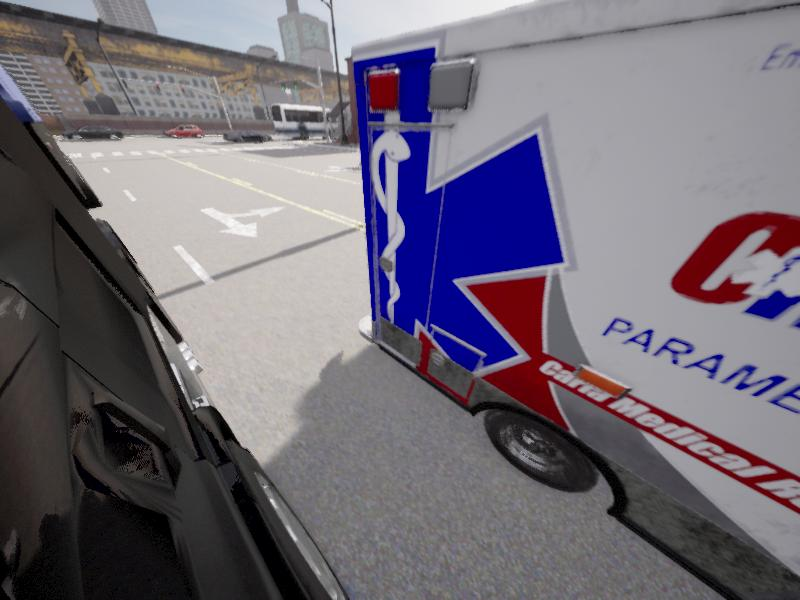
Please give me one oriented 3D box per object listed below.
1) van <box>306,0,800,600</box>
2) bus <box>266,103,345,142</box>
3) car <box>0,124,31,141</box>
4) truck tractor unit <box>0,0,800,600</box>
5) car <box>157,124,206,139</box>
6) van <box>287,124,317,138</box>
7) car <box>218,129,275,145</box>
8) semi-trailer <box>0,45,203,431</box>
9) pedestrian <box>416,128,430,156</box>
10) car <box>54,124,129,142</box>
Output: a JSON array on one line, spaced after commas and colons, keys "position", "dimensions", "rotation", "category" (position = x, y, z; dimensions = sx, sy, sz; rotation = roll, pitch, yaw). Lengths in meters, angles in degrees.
[{"position": [2.660, 0.441, 1.036], "dimensions": [6.366, 2.431, 2.351], "rotation": [28, 44, 31], "category": "van"}, {"position": [-14.304, -27.700, 36.289], "dimensions": [3.944, 4.253, 10.273], "rotation": [28, 44, 31], "category": "bus"}, {"position": [-42.076, -17.202, 23.764], "dimensions": [1.994, 1.385, 4.181], "rotation": [28, 44, 31], "category": "car"}, {"position": [-2.645, -0.295, 0.351], "dimensions": [6.516, 4.208, 3.053], "rotation": [28, 44, 30], "category": "truck tractor unit"}, {"position": [-31.581, -24.477, 33.544], "dimensions": [2.242, 1.667, 4.611], "rotation": [28, 44, 31], "category": "car"}, {"position": [-17.822, -30.755, 42.106], "dimensions": [1.775, 1.987, 4.442], "rotation": [28, 44, 31], "category": "van"}, {"position": [-18.764, -20.198, 28.545], "dimensions": [2.033, 1.411, 5.357], "rotation": [28, 44, 31], "category": "car"}, {"position": [-8.757, -3.516, 4.242], "dimensions": [14.254, 4.402, 2.717], "rotation": [27, 44, 30], "category": "semi-trailer"}, {"position": [1.871, -13.117, 19.190], "dimensions": [0.751, 1.860, 0.751], "rotation": [27, 44, 30], "category": "pedestrian"}, {"position": [-34.817, -18.973, 26.270], "dimensions": [1.837, 1.490, 4.892], "rotation": [28, 44, 31], "category": "car"}]
